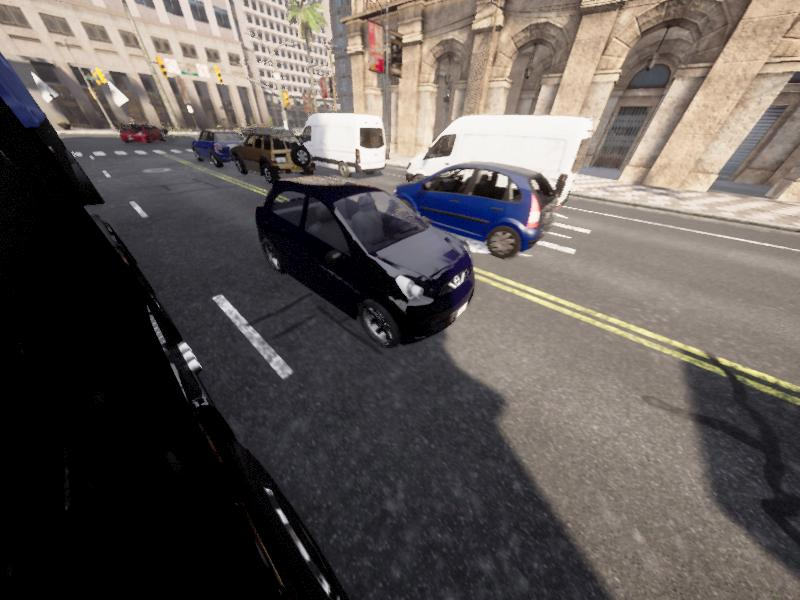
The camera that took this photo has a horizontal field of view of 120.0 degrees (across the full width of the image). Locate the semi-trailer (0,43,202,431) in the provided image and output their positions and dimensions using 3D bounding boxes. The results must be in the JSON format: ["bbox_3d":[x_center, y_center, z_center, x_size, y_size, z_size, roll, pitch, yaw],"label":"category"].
[{"bbox_3d":[-8.690,-3.609,4.237,14.254,4.402,2.717,28,44,30],"label":"semi-trailer"}]

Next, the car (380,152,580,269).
[{"bbox_3d":[1.594,-2.480,5.698,3.988,1.617,1.851,28,44,30],"label":"car"}]

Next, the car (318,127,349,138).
[{"bbox_3d":[-12.349,-31.449,43.406,1.930,1.638,5.238,29,44,30],"label":"car"}]

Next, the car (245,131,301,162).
[{"bbox_3d":[-8.960,-10.881,16.311,3.633,1.501,1.845,29,44,30],"label":"car"}]

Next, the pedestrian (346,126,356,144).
[{"bbox_3d":[-6.141,-20.579,28.829,0.751,1.860,0.751,27,43,28],"label":"pedestrian"}]

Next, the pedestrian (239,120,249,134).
[{"bbox_3d":[-27.008,-29.921,40.008,0.751,1.860,0.751,-3,37,-8],"label":"pedestrian"}]

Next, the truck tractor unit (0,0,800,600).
[{"bbox_3d":[-2.645,-0.295,0.351,6.516,4.208,3.053,28,44,30],"label":"truck tractor unit"}]

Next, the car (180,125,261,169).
[{"bbox_3d":[-10.566,-9.095,13.615,4.553,1.767,2.097,29,44,30],"label":"car"}]

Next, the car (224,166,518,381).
[{"bbox_3d":[-0.625,-0.882,3.499,3.633,1.501,1.845,28,44,30],"label":"car"}]

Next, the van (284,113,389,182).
[{"bbox_3d":[-3.467,-8.352,12.436,5.915,2.561,1.988,28,44,30],"label":"van"}]

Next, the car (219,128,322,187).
[{"bbox_3d":[-5.944,-6.660,10.576,4.605,1.855,1.932,28,44,31],"label":"car"}]

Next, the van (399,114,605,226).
[{"bbox_3d":[2.923,-4.903,8.230,5.915,2.561,1.988,28,44,30],"label":"van"}]

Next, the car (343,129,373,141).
[{"bbox_3d":[-7.146,-28.430,39.797,2.038,1.542,4.974,28,44,30],"label":"car"}]

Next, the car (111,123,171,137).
[{"bbox_3d":[-32.157,-21.208,28.857,1.895,1.301,4.718,29,44,30],"label":"car"}]

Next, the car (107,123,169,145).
[{"bbox_3d":[-24.496,-15.779,21.897,2.007,1.525,4.514,-10,39,-16],"label":"car"}]

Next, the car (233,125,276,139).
[{"bbox_3d":[-21.553,-25.100,34.519,1.837,1.490,4.892,27,43,29],"label":"car"}]

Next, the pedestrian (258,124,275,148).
[{"bbox_3d":[-12.833,-15.790,22.299,0.751,1.860,0.751,31,45,32],"label":"pedestrian"}]

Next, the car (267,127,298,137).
[{"bbox_3d":[-20.331,-29.202,40.158,1.994,1.385,4.181,28,44,30],"label":"car"}]
